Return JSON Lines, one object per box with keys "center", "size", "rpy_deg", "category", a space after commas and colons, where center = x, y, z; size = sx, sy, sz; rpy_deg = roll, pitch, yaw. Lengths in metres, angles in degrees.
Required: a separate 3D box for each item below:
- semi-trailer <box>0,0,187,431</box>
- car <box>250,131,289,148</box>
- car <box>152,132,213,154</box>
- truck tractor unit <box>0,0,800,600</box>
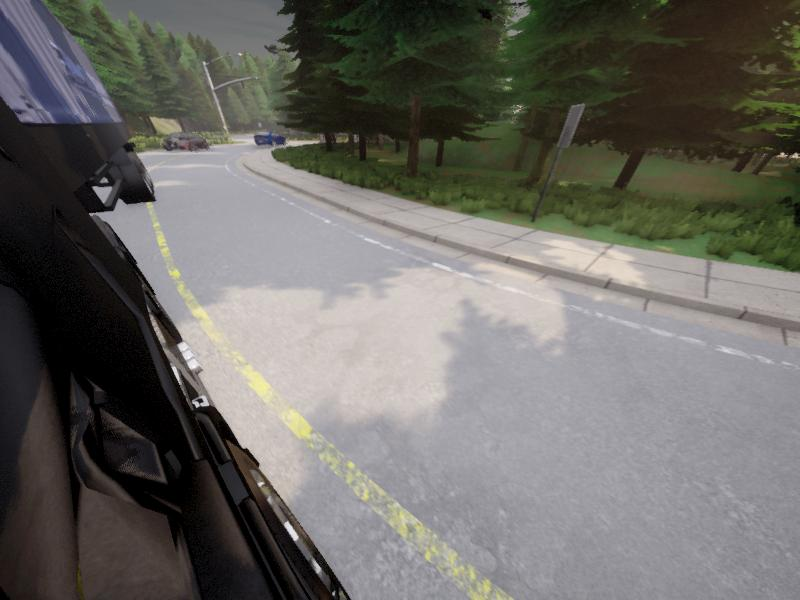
{"center": [-8.048, -3.947, 4.820], "size": [2.717, 4.402, 14.254], "rpy_deg": [-26, 45, -33], "category": "semi-trailer"}
{"center": [-15.984, -19.999, 28.667], "size": [1.882, 1.535, 5.008], "rpy_deg": [4, 36, 2], "category": "car"}
{"center": [-19.100, -14.076, 20.583], "size": [1.994, 1.385, 4.181], "rpy_deg": [-4, 37, -8], "category": "car"}
{"center": [-2.645, -0.295, 0.351], "size": [6.516, 4.208, 3.053], "rpy_deg": [28, 44, 30], "category": "truck tractor unit"}
